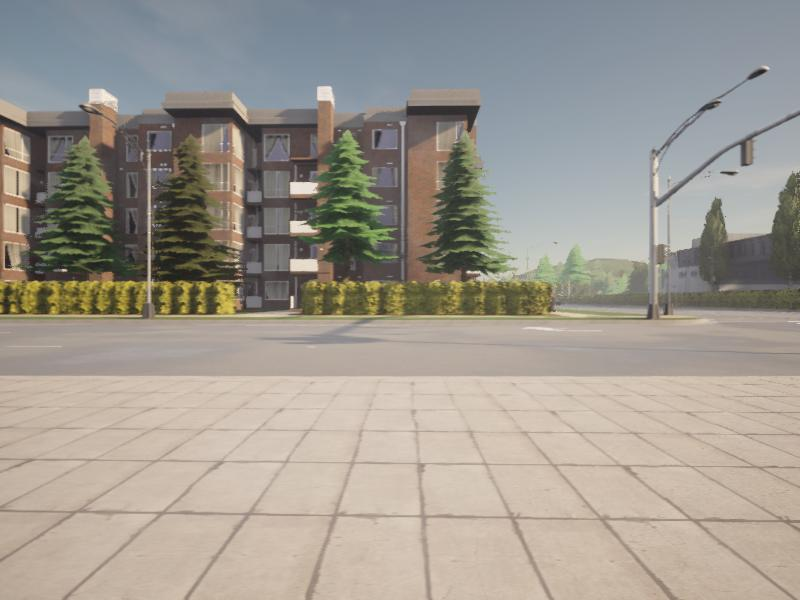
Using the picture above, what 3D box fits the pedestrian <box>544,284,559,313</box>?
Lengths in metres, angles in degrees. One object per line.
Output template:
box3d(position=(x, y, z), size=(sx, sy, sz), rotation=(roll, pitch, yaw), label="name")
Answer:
box3d(position=(9.926, -0.106, 26.233), size=(0.751, 1.860, 0.751), rotation=(0, 0, 1), label="pedestrian")
